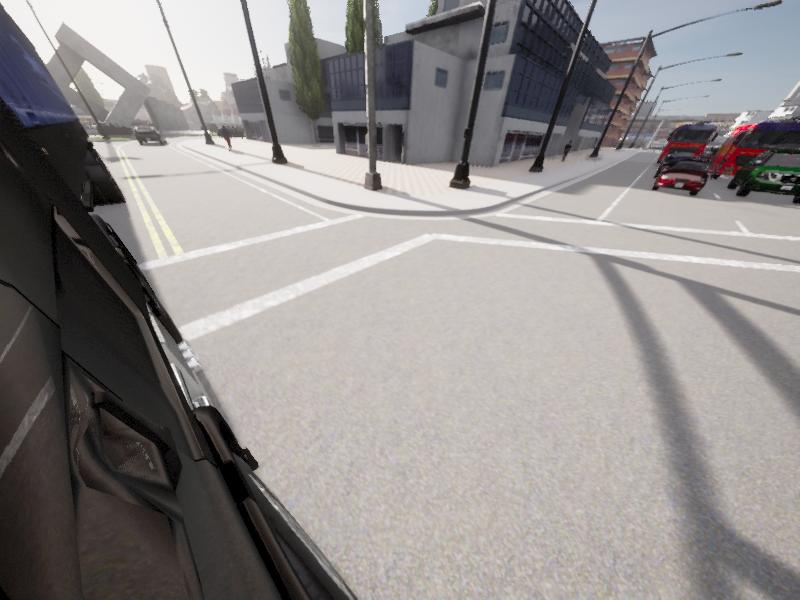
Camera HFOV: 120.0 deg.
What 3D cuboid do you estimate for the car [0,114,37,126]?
[{"bbox_3d":[-73.861,-34.279,43.963,2.097,1.767,4.553,5,36,4],"label":"car"}]

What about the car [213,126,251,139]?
[{"bbox_3d":[-28.166,-28.291,38.951,1.930,1.638,5.238,8,37,7],"label":"car"}]

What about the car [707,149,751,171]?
[{"bbox_3d":[33.293,-14.314,23.552,1.812,1.442,4.674,32,47,33],"label":"car"}]

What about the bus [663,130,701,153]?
[{"bbox_3d":[67.880,-38.290,55.936,3.944,4.253,10.273,31,44,33],"label":"bus"}]

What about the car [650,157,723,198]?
[{"bbox_3d":[15.635,-6.885,12.764,1.816,1.474,4.193,32,45,33],"label":"car"}]

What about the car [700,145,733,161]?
[{"bbox_3d":[41.955,-19.601,30.730,1.970,1.475,3.806,32,46,33],"label":"car"}]

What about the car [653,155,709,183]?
[{"bbox_3d":[20.553,-9.722,16.986,4.181,1.385,1.994,-29,47,-35],"label":"car"}]

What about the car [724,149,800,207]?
[{"bbox_3d":[20.017,-6.642,12.216,2.150,2.045,5.566,31,45,33],"label":"car"}]

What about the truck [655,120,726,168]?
[{"bbox_3d":[31.652,-17.329,25.478,2.891,3.827,8.468,32,47,33],"label":"truck"}]

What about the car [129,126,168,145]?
[{"bbox_3d":[-26.204,-17.288,24.224,1.837,1.490,4.892,-20,42,-28],"label":"car"}]

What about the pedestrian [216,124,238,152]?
[{"bbox_3d":[-14.100,-13.190,18.843,0.751,1.860,0.751,-23,44,-31],"label":"pedestrian"}]

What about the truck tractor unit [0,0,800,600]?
[{"bbox_3d":[-2.645,-0.295,0.351,6.516,4.208,3.053,28,44,30],"label":"truck tractor unit"}]

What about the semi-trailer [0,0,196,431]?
[{"bbox_3d":[-8.451,-3.743,4.481,14.254,4.402,2.717,31,45,33],"label":"semi-trailer"}]

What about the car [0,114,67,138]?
[{"bbox_3d":[-40.524,-18.724,24.900,4.605,1.855,1.932,-12,39,-20],"label":"car"}]

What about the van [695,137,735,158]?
[{"bbox_3d":[47.082,-23.014,34.725,2.351,2.431,6.366,31,46,33],"label":"van"}]

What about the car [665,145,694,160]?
[{"bbox_3d":[37.741,-20.064,31.270,1.994,1.385,4.181,31,46,33],"label":"car"}]

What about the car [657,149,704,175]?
[{"bbox_3d":[25.382,-12.659,20.983,2.038,1.542,4.974,32,46,33],"label":"car"}]

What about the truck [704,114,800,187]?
[{"bbox_3d":[27.293,-11.590,17.747,2.891,3.827,8.468,31,46,33],"label":"truck"}]

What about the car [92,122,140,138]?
[{"bbox_3d":[-37.208,-22.422,30.455,3.633,1.501,1.845,-25,45,-33],"label":"car"}]

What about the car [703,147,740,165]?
[{"bbox_3d":[37.618,-16.981,27.147,1.816,1.474,4.193,31,47,33],"label":"car"}]

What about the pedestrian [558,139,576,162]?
[{"bbox_3d":[16.327,-14.598,22.588,0.751,1.860,0.751,20,40,22],"label":"pedestrian"}]
